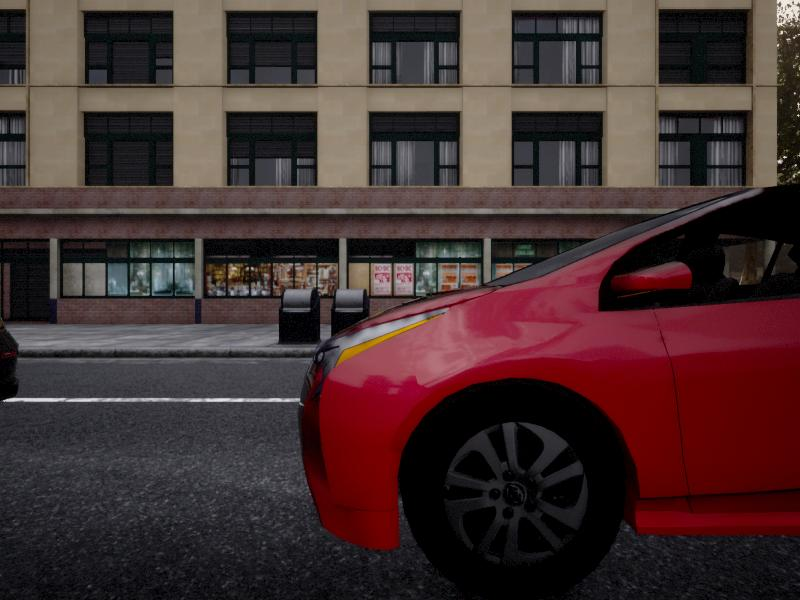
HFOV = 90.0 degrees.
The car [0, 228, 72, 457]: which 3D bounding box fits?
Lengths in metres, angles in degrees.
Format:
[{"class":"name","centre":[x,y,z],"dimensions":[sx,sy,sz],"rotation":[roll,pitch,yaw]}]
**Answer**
[{"class":"car","centre":[-4.859,0.270,2.172],"dimensions":[4.674,1.442,1.812],"rotation":[0,0,0]}]

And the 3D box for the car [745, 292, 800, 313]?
[{"class":"car","centre":[30.382,0.200,31.846],"dimensions":[1.801,1.575,5.366],"rotation":[0,0,9]}]

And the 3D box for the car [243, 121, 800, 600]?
[{"class":"car","centre":[1.791,0.228,2.195],"dimensions":[4.514,1.525,2.007],"rotation":[0,0,0]}]
